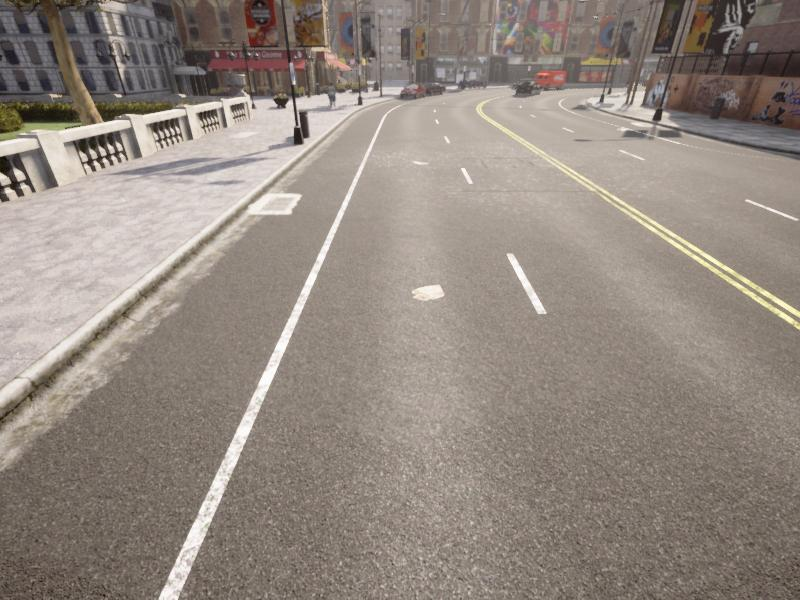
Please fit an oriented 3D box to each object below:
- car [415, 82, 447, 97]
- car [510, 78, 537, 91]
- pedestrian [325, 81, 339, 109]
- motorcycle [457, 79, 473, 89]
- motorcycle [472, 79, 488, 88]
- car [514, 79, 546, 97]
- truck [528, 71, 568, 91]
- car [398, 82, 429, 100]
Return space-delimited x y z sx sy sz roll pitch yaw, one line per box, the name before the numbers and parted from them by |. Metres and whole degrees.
car | 3.768 -25.534 48.456 1.895 1.301 4.718 17 34 26
car | 18.662 -32.590 60.457 3.806 1.475 1.970 -25 38 -35
pedestrian | -5.281 -15.919 31.089 0.751 1.860 0.751 5 31 9
motorcycle | 9.821 -32.500 60.141 2.209 1.251 0.867 5 31 9
motorcycle | 12.302 -33.409 61.701 2.356 1.277 0.764 5 31 9
car | 15.788 -25.830 48.632 1.930 1.638 5.238 19 35 29
truck | 21.602 -31.993 58.363 5.204 2.467 2.627 -22 37 -32
car | 1.526 -22.939 43.864 2.002 1.452 4.674 11 32 18
